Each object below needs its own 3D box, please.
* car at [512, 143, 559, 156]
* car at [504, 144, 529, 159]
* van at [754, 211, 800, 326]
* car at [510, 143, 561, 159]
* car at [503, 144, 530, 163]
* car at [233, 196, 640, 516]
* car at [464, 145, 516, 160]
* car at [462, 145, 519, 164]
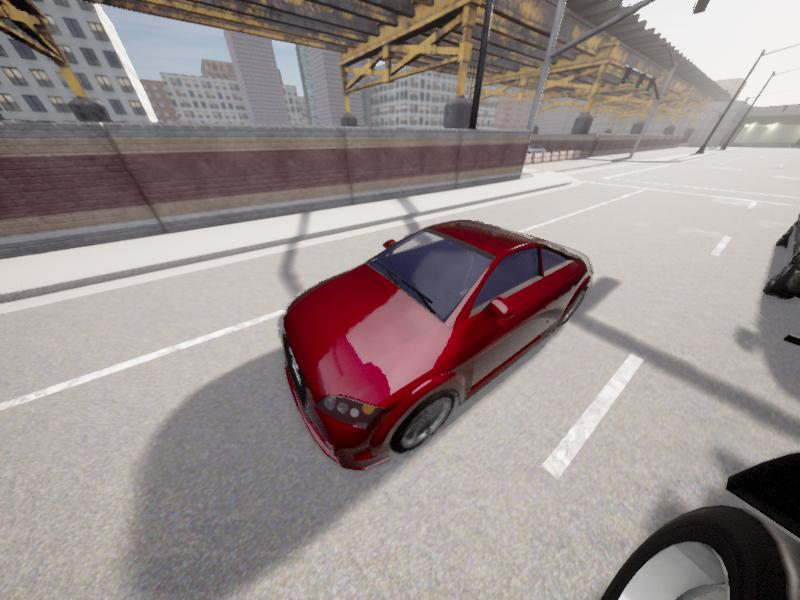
[{"bbox_3d":[16.675,-18.677,28.618,4.536,1.218,1.853,-4,35,-5],"label":"car"},{"bbox_3d":[12.800,-16.552,25.626,1.853,1.218,4.536,11,37,15],"label":"car"},{"bbox_3d":[8.601,-1.385,3.633,5.915,2.561,1.988,-22,41,-28],"label":"van"},{"bbox_3d":[16.727,-18.552,28.714,4.974,1.542,2.038,-4,35,-5],"label":"car"},{"bbox_3d":[12.784,-16.394,25.676,2.038,1.542,4.974,11,37,15],"label":"car"},{"bbox_3d":[0.679,-0.152,2.936,4.181,1.385,1.994,-22,41,-28],"label":"car"},{"bbox_3d":[8.964,-14.989,23.430,4.536,1.218,1.853,5,36,7],"label":"car"},{"bbox_3d":[9.016,-14.857,23.515,4.974,1.542,2.038,5,36,7],"label":"car"}]
